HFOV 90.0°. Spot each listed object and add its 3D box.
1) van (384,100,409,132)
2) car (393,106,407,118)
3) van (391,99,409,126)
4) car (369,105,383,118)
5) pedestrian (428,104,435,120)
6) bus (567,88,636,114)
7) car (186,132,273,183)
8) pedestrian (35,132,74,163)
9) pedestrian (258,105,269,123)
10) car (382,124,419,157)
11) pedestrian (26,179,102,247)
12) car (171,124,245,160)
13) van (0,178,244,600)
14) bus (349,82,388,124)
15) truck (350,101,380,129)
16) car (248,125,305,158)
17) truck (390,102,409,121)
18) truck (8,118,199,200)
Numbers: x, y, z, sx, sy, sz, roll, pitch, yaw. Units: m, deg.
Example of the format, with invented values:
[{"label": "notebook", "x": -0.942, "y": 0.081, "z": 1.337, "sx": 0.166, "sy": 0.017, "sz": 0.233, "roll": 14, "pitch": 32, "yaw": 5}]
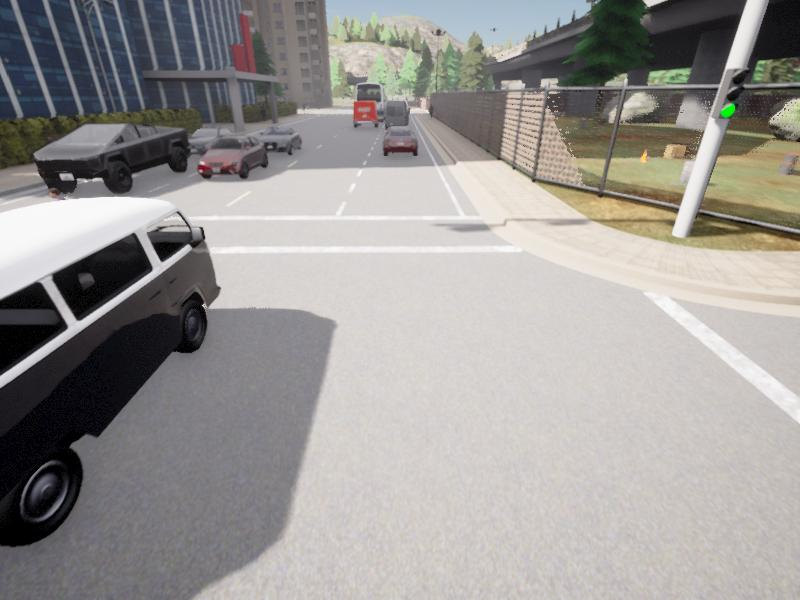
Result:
[{"label": "van", "x": -0.271, "y": -17.696, "z": 38.341, "sx": 1.988, "sy": 2.561, "sz": 5.915, "roll": 2, "pitch": 27, "yaw": 3}, {"label": "car", "x": -0.014, "y": -28.442, "z": 60.438, "sx": 2.128, "sy": 1.511, "sz": 4.902, "roll": 0, "pitch": 27, "yaw": 0}, {"label": "van", "x": -0.005, "y": -21.513, "z": 45.793, "sx": 1.988, "sy": 2.561, "sz": 5.915, "roll": 0, "pitch": 27, "yaw": 0}, {"label": "car", "x": -3.514, "y": -28.284, "z": 60.048, "sx": 1.801, "sy": 1.575, "sz": 5.366, "roll": 0, "pitch": 27, "yaw": 0}, {"label": "pedestrian", "x": 3.994, "y": -24.028, "z": 51.060, "sx": 0.751, "sy": 1.860, "sz": 0.751, "roll": -2, "pitch": 27, "yaw": -4}, {"label": "bus", "x": 37.881, "y": -37.645, "z": 75.554, "sx": 10.273, "sy": 4.253, "sz": 3.944, "roll": 0, "pitch": 27, "yaw": 0}, {"label": "car", "x": -6.995, "y": -6.140, "z": 16.949, "sx": 1.816, "sy": 1.474, "sz": 4.193, "roll": 0, "pitch": 27, "yaw": 0}, {"label": "pedestrian", "x": -16.110, "y": -7.133, "z": 18.680, "sx": 0.751, "sy": 1.300, "sz": 0.751, "roll": 0, "pitch": 27, "yaw": 0}, {"label": "pedestrian", "x": -15.393, "y": -21.060, "z": 45.242, "sx": 0.751, "sy": 1.860, "sz": 0.751, "roll": 0, "pitch": 27, "yaw": -1}, {"label": "car", "x": 0.017, "y": -9.435, "z": 23.504, "sx": 1.994, "sy": 1.385, "sz": 4.181, "roll": 0, "pitch": 27, "yaw": -1}, {"label": "pedestrian", "x": -7.462, "y": -1.959, "z": 8.960, "sx": 0.751, "sy": 1.300, "sz": 0.751, "roll": -7, "pitch": 28, "yaw": -13}, {"label": "car", "x": -10.497, "y": -8.893, "z": 22.351, "sx": 1.812, "sy": 1.442, "sz": 4.674, "roll": 0, "pitch": 27, "yaw": 0}, {"label": "van", "x": -3.483, "y": 0.288, "z": 3.859, "sx": 2.069, "sy": 2.038, "sz": 4.480, "roll": 0, "pitch": 27, "yaw": 0}, {"label": "bus", "x": -3.631, "y": -24.578, "z": 49.889, "sx": 3.944, "sy": 4.253, "sz": 10.273, "roll": 0, "pitch": 27, "yaw": 0}, {"label": "truck", "x": -3.506, "y": -19.414, "z": 41.758, "sx": 2.627, "sy": 2.467, "sz": 5.204, "roll": 0, "pitch": 27, "yaw": 0}, {"label": "car", "x": -7.007, "y": -9.285, "z": 23.203, "sx": 1.994, "sy": 1.385, "sz": 4.181, "roll": 0, "pitch": 27, "yaw": -1}, {"label": "truck", "x": -0.012, "y": -25.157, "z": 53.384, "sx": 2.390, "sy": 2.098, "sz": 6.274, "roll": 0, "pitch": 27, "yaw": 0}, {"label": "truck", "x": -10.495, "y": -5.600, "z": 15.206, "sx": 2.390, "sy": 2.098, "sz": 6.274, "roll": 0, "pitch": 27, "yaw": 0}]
